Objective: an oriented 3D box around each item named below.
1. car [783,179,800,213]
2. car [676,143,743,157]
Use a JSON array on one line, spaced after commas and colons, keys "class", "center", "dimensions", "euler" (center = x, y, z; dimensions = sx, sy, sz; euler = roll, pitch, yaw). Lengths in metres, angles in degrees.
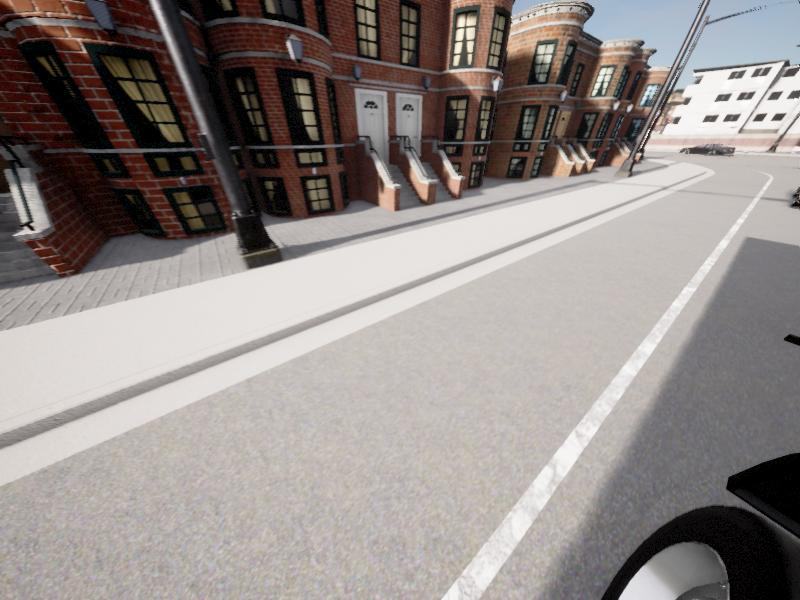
[{"class": "car", "center": [16.922, -4.309, 8.708], "dimensions": [5.357, 1.411, 2.033], "euler": [-22, 40, -28]}, {"class": "car", "center": [43.469, -21.316, 32.719], "dimensions": [2.033, 1.411, 5.357], "euler": [-7, 35, -9]}]
